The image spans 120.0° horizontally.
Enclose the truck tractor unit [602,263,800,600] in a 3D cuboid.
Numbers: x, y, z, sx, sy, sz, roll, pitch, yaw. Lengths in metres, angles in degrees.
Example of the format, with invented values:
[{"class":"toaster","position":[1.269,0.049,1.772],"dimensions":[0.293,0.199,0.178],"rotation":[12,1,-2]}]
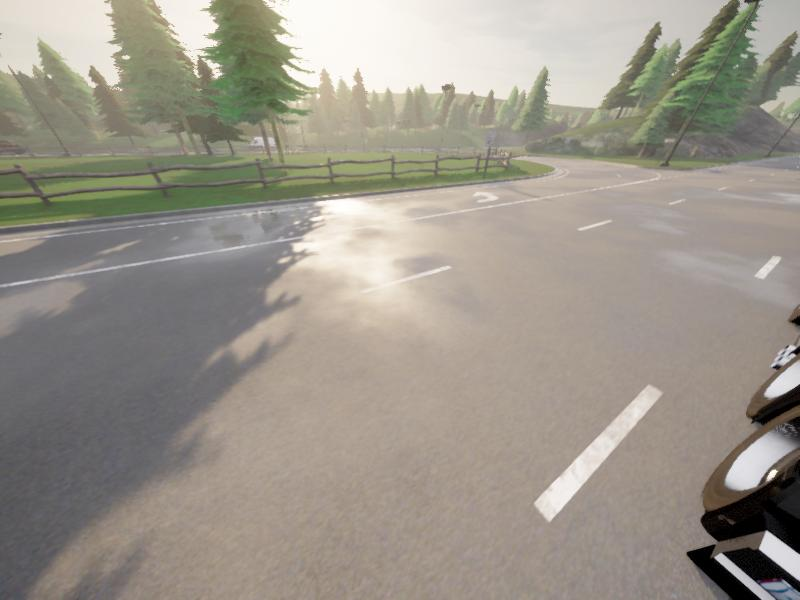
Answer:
[{"class":"truck tractor unit","position":[5.112,-0.298,0.790],"dimensions":[6.516,4.208,3.053],"rotation":[-18,39,-24]}]

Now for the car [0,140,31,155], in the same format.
[{"class":"car","position":[-60.154,-22.985,34.848],"dimensions":[3.866,1.878,1.905],"rotation":[-18,39,-24]}]
